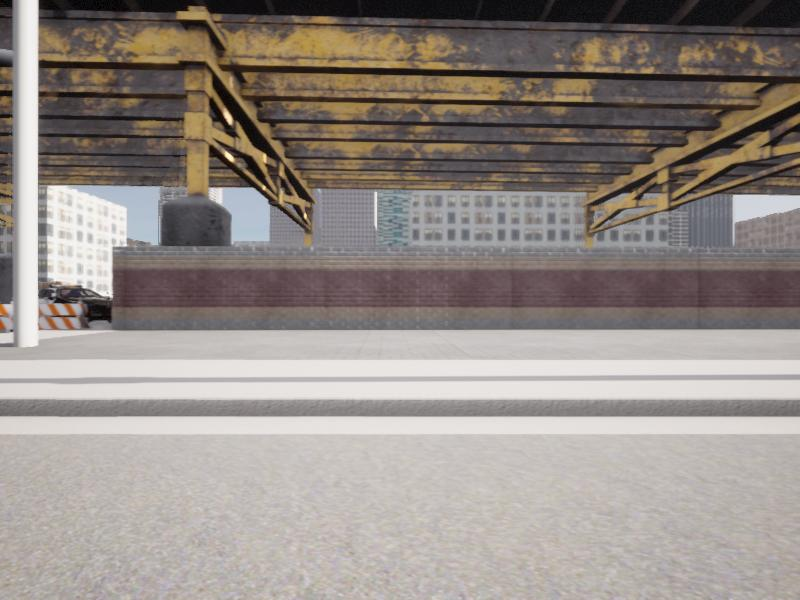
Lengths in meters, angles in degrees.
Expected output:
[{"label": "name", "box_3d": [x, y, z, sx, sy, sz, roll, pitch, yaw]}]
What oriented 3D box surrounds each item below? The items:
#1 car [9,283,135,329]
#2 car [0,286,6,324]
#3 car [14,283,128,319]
[{"label": "car", "box_3d": [-12.706, 0.195, 15.436, 4.974, 1.542, 2.038, 0, 0, 29]}, {"label": "car", "box_3d": [-18.073, 0.194, 14.647, 4.974, 1.542, 2.038, 0, 0, -36]}, {"label": "car", "box_3d": [-12.751, 0.037, 15.460, 4.536, 1.218, 1.853, 0, 0, 29]}]
